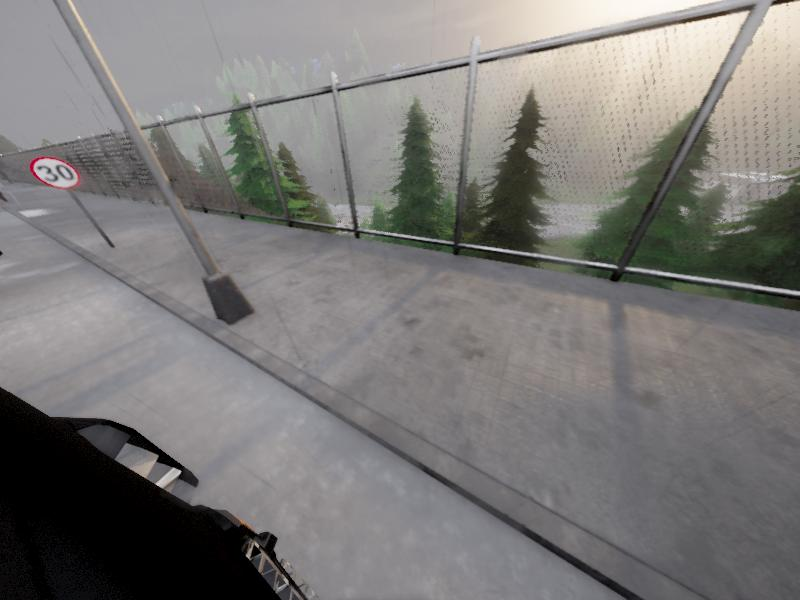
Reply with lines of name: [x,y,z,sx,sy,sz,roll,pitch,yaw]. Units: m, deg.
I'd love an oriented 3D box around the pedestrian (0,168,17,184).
pedestrian: [-53.343,-16.768,31.194,0.751,1.860,0.751,16,38,26]

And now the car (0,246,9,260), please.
car: [-13.597,-1.961,6.297,4.553,1.767,2.097,16,38,26]
